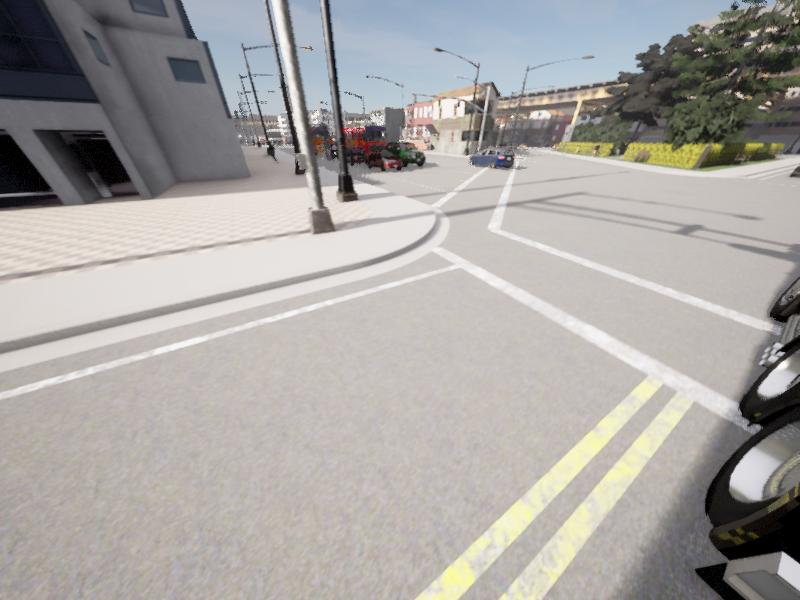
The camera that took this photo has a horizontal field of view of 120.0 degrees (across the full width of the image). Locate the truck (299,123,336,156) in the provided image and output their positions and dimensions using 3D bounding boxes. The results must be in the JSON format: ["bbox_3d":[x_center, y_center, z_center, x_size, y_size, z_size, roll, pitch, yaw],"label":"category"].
[{"bbox_3d":[-12.842,-24.859,35.677,2.891,3.827,8.468,-18,40,-24],"label":"truck"}]

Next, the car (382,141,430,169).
[{"bbox_3d":[0.399,-14.820,23.455,2.150,2.045,5.566,-18,39,-24],"label":"car"}]

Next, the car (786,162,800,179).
[{"bbox_3d":[32.614,-10.289,17.647,5.027,1.651,2.152,-17,39,-24],"label":"car"}]

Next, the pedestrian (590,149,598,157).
[{"bbox_3d":[29.638,-22.432,35.262,0.500,1.100,0.500,11,36,15],"label":"pedestrian"}]

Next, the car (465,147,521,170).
[{"bbox_3d":[8.932,-13.969,22.692,2.242,1.667,4.611,-16,38,-23],"label":"car"}]

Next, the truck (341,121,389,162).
[{"bbox_3d":[-4.751,-20.774,30.241,2.891,3.827,8.468,-18,40,-24],"label":"truck"}]

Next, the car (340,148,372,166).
[{"bbox_3d":[-4.911,-15.751,25.318,1.994,1.385,4.181,-18,39,-23],"label":"car"}]

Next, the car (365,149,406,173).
[{"bbox_3d":[-1.348,-12.269,20.294,1.816,1.474,4.193,-18,39,-24],"label":"car"}]

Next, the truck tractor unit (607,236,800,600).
[{"bbox_3d":[5.065,-0.342,0.855,6.516,4.208,3.053,-20,40,-26],"label":"truck tractor unit"}]

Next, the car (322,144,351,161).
[{"bbox_3d":[-8.380,-19.335,30.118,2.038,1.542,4.974,-18,40,-24],"label":"car"}]
